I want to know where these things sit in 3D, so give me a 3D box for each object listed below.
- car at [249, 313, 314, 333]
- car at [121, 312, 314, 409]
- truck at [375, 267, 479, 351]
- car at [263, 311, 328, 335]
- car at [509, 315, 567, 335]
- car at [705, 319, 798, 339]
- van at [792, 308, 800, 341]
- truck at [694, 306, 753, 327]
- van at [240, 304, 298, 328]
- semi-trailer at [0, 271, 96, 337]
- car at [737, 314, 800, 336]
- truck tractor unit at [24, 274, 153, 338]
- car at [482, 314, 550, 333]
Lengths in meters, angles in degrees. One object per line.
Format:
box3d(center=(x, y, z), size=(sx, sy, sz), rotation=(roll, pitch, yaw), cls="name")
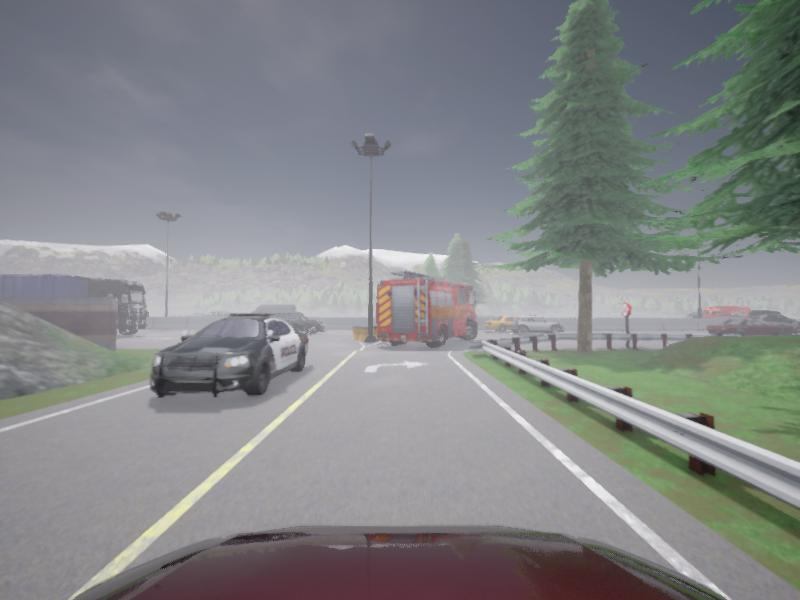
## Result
box3d(center=(-10.219, 1.944, 34.818), size=(5.027, 1.651, 2.152), rotation=(0, -2, 0), cls="car")
box3d(center=(-3.498, 1.062, 8.995), size=(2.038, 1.542, 4.974), rotation=(0, -2, 0), cls="car")
box3d(center=(1.929, 0.524, 22.669), size=(2.891, 3.827, 8.468), rotation=(-2, -2, 26), cls="truck")
box3d(center=(-8.113, 1.761, 31.311), size=(4.553, 1.767, 2.097), rotation=(0, -2, 0), cls="car")
box3d(center=(10.695, 1.955, 31.218), size=(3.806, 1.475, 1.970), rotation=(0, -2, 0), cls="car")
box3d(center=(24.197, 1.971, 27.655), size=(4.718, 1.301, 1.895), rotation=(0, -2, 0), cls="car")
box3d(center=(26.961, 1.505, 24.159), size=(4.480, 2.038, 2.069), rotation=(0, -2, 0), cls="van")
box3d(center=(39.750, 2.032, 49.260), size=(5.204, 2.467, 2.627), rotation=(0, -2, -5), cls="truck")
box3d(center=(-14.754, 1.781, 45.352), size=(5.915, 2.561, 1.988), rotation=(0, -2, 0), cls="van")
box3d(center=(-29.409, 0.300, 27.848), size=(14.254, 4.402, 2.717), rotation=(0, -2, 0), cls="semi-trailer")
box3d(center=(29.045, 1.926, 31.135), size=(3.988, 1.617, 1.851), rotation=(0, -2, 0), cls="car")
box3d(center=(-21.488, 0.409, 27.900), size=(6.516, 4.208, 3.053), rotation=(0, -2, 0), cls="truck tractor unit")
box3d(center=(10.028, 2.003, 34.722), size=(5.366, 1.575, 1.801), rotation=(0, -2, 0), cls="car")
